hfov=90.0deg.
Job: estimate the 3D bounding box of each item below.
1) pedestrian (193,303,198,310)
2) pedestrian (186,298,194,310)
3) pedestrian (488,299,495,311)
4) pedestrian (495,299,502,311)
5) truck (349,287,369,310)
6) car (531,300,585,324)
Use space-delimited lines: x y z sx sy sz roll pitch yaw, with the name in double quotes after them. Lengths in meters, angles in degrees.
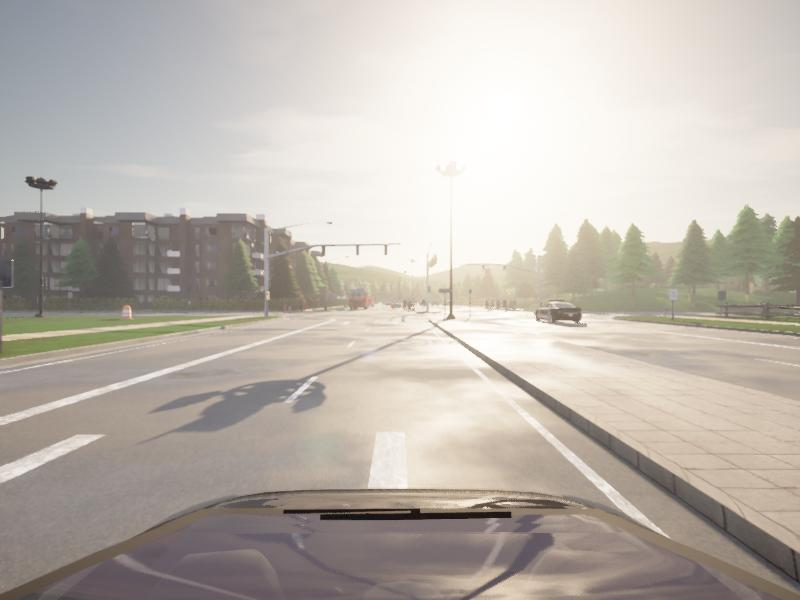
-30.171 0.951 58.911 0.500 1.100 0.500 0 0 -10 "pedestrian"
-30.677 0.570 58.317 0.751 1.860 0.751 0 0 1 "pedestrian"
14.034 0.727 61.309 0.751 1.860 0.751 0 0 -41 "pedestrian"
14.839 0.725 60.306 0.751 1.860 0.751 0 0 -8 "pedestrian"
-7.292 -0.215 71.719 2.891 3.827 8.468 0 0 -1 "truck"
11.455 0.814 29.422 1.930 1.638 5.238 0 0 0 "car"
